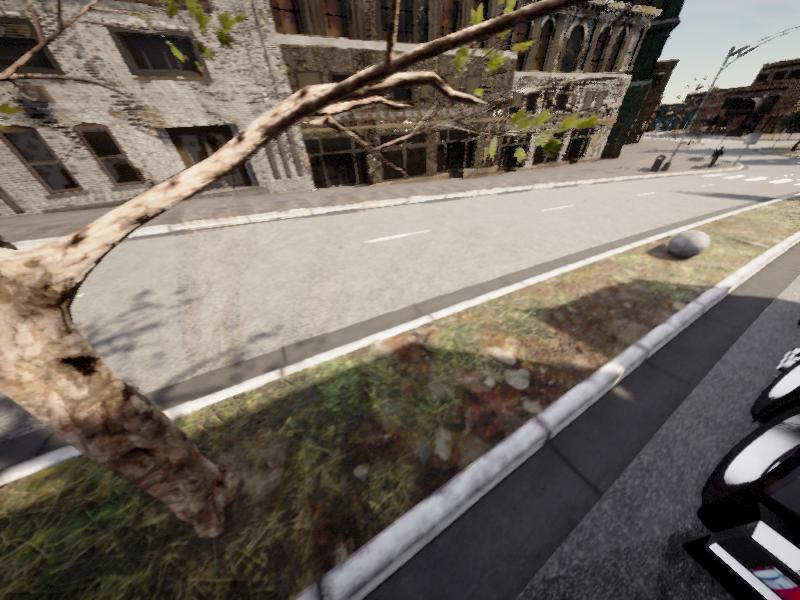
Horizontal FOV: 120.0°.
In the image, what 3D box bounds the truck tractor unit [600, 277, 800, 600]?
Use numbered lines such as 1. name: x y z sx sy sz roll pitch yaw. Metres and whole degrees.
1. truck tractor unit: 5.140 -0.268 0.764 6.516 4.208 3.053 -17 38 -23
